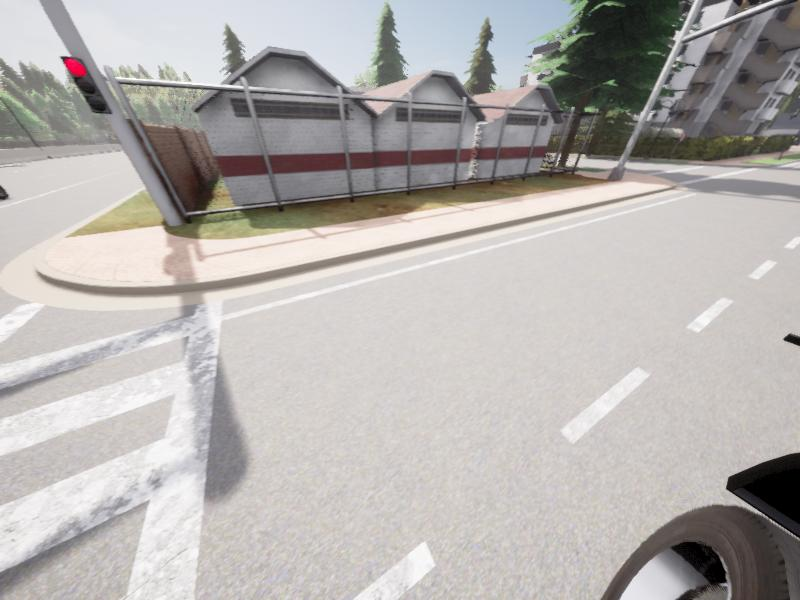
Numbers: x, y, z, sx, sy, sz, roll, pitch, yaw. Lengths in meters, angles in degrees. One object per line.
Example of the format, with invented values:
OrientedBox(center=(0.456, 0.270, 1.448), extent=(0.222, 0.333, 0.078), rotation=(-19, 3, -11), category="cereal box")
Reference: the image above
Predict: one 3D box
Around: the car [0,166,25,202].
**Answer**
OrientedBox(center=(-17.415, -4.077, 8.330), extent=(2.038, 1.542, 4.974), rotation=(-19, 39, -24), category="car")

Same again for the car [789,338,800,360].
OrientedBox(center=(6.993, 0.067, 2.487), extent=(3.806, 1.475, 1.970), rotation=(-18, 39, -23), category="car")
